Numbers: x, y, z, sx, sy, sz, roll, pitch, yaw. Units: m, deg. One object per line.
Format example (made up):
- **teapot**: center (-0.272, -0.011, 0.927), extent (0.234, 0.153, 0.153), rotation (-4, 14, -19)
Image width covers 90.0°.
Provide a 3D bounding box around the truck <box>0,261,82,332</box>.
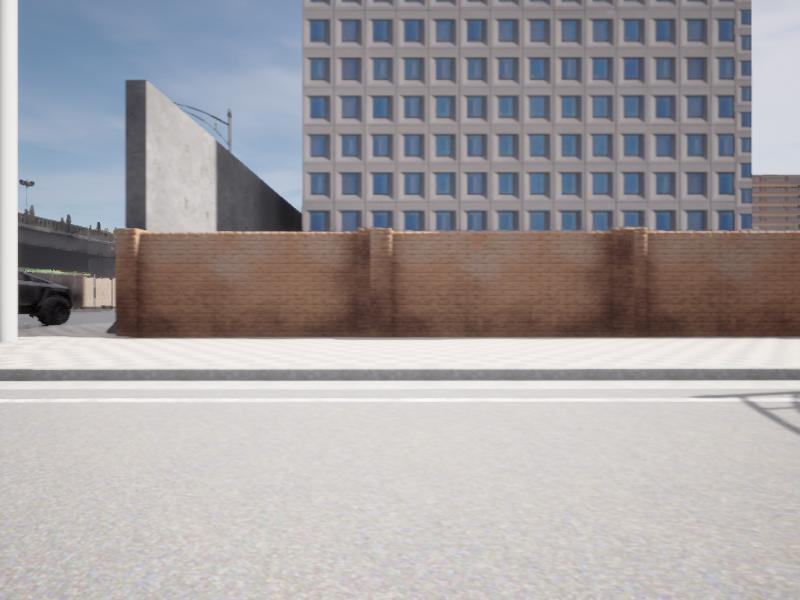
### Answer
- **truck**: center (-13.070, -0.106, 11.792), extent (2.390, 2.098, 6.274), rotation (0, 0, 0)
